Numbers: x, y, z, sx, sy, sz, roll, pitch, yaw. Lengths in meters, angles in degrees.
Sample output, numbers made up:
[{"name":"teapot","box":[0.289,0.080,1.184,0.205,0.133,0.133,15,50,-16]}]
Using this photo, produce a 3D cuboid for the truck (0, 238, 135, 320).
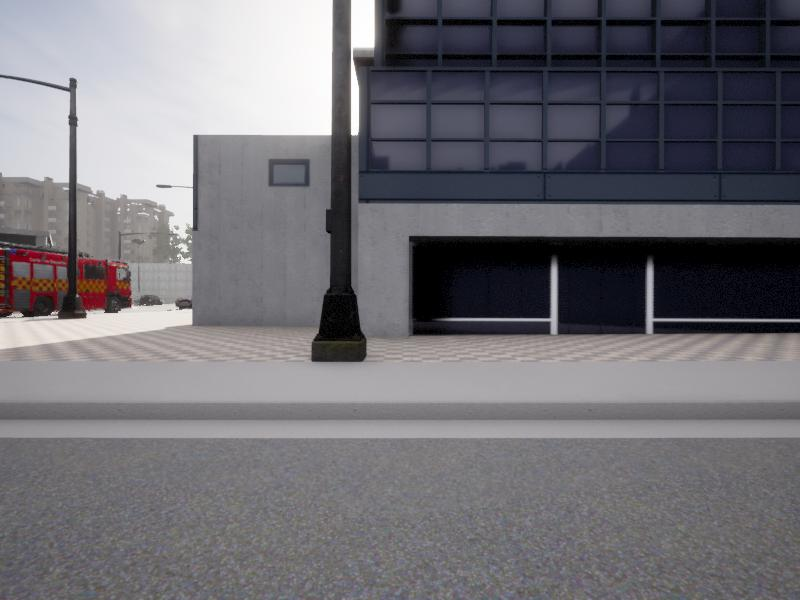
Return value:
[{"name":"truck","box":[-19.456,-0.979,22.801,2.891,3.827,8.468,0,0,1]}]

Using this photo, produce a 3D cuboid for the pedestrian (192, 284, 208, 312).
[{"name":"pedestrian","box":[-13.337,-0.142,26.694,0.751,1.860,0.751,0,0,-10]}]

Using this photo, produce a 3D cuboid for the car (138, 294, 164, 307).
[{"name":"car","box":[-33.889,0.046,54.374,3.988,1.617,1.851,0,0,40]}]

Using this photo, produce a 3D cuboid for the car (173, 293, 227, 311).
[{"name":"car","box":[-18.541,0.161,37.478,2.038,1.542,4.974,0,0,8]}]

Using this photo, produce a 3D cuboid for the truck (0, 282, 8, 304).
[{"name":"truck","box":[-74.837,-1.264,70.577,8.468,3.827,2.891,0,0,2]}]
